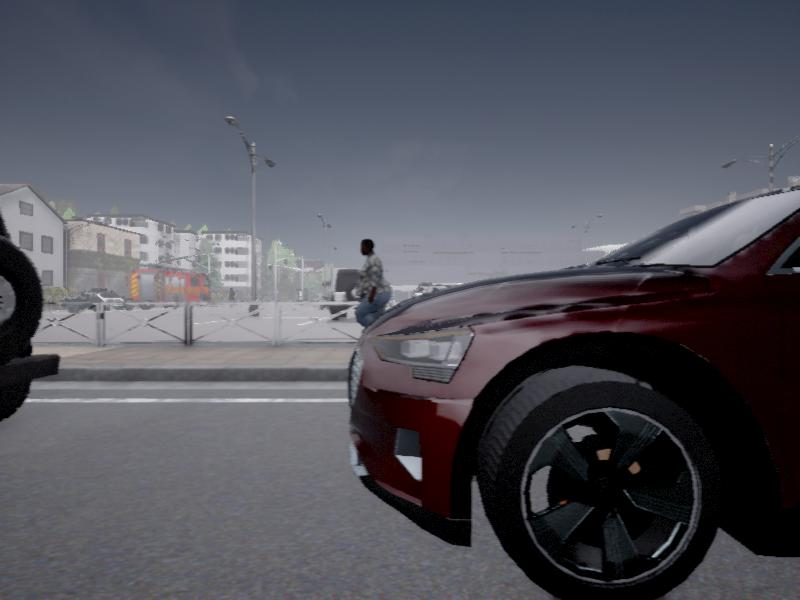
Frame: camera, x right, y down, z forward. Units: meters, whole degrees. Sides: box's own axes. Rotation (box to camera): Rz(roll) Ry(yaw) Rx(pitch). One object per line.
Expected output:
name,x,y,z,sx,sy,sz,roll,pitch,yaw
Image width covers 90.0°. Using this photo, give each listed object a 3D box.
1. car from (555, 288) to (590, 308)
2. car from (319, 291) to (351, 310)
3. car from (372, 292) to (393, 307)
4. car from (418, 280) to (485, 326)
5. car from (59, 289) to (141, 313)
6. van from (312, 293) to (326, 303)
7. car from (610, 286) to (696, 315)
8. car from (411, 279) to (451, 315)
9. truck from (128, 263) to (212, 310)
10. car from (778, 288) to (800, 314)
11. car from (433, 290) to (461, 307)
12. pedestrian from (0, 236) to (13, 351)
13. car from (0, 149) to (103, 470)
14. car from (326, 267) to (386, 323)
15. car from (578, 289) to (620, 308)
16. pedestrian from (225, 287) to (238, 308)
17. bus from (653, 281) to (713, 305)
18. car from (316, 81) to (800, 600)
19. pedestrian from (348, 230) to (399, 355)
car,17.513,-0.197,40.841,1.905,1.878,3.866,0,0,-1
car,-5.318,0.048,33.333,2.007,1.523,4.514,0,0,-1
car,-1.697,-0.022,40.404,1.970,1.475,3.806,0,0,-1
car,1.771,0.104,14.884,1.970,1.475,3.806,0,0,-1
car,-20.724,0.057,27.968,2.038,1.542,4.974,0,0,0
van,-20.922,-0.469,103.423,1.988,2.561,5.915,0,0,6
car,14.143,0.028,22.725,2.007,1.523,4.514,0,0,-1
car,1.682,-0.160,23.363,1.932,1.855,4.605,0,0,-1
truck,-20.747,-1.090,36.886,2.891,3.827,8.468,0,0,0
car,24.136,0.039,22.742,1.845,1.501,3.633,0,0,-1
car,4.719,-0.107,40.765,2.152,1.636,5.027,0,0,-1
pedestrian,-6.861,-0.107,6.325,0.751,1.860,0.751,0,0,1
car,-4.273,0.052,2.201,3.866,1.878,1.905,0,0,0
car,-1.558,-0.177,15.476,1.905,1.878,3.866,0,0,-1
car,20.416,-0.180,41.270,1.932,1.855,4.605,0,0,-1
pedestrian,-15.239,-0.237,36.210,0.751,1.860,0.751,0,0,8
bus,52.548,-1.193,74.810,3.944,4.253,10.273,0,0,-1
car,2.180,0.177,2.200,4.856,1.649,2.033,0,0,0
pedestrian,-0.398,-0.114,6.353,0.751,1.860,0.751,0,0,0
